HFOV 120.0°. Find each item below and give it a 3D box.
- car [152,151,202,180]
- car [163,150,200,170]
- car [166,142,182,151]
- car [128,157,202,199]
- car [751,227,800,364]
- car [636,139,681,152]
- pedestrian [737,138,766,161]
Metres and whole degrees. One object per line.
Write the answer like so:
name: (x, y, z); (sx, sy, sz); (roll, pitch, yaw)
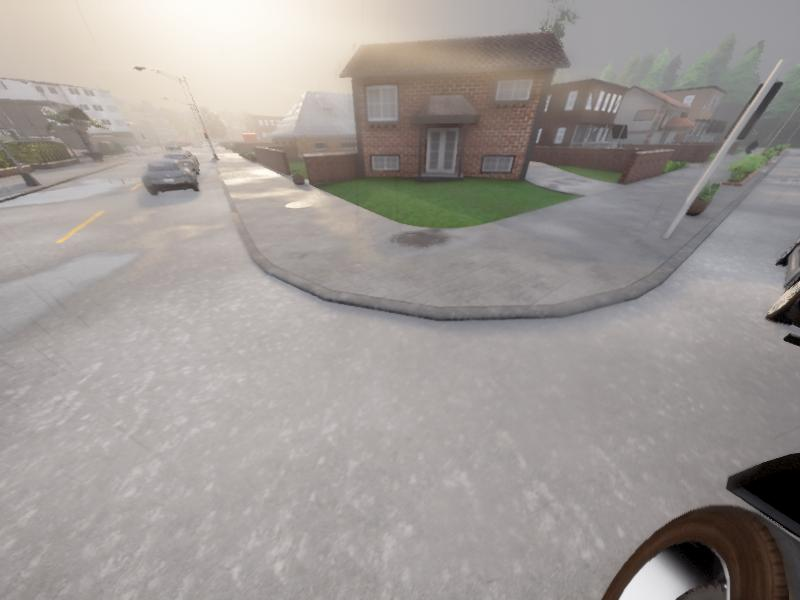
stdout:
car: (-16.574, -10.292, 17.430); (2.033, 1.411, 5.357); (-22, 41, -28)
car: (-20.723, -13.487, 22.079); (1.895, 1.301, 4.718); (-21, 40, -27)
car: (-53.235, -36.361, 54.484); (1.930, 1.638, 5.238); (-22, 41, -28)
car: (-12.072, -6.548, 12.106); (1.994, 1.385, 4.181); (-24, 42, -30)
car: (7.265, -0.489, 3.108); (5.238, 1.638, 1.930); (-22, 41, -28)
car: (36.858, -22.152, 33.020); (1.845, 1.501, 3.633); (-22, 41, -28)
pedestrian: (35.193, -15.105, 23.148); (0.751, 1.860, 0.751); (-22, 40, -27)
